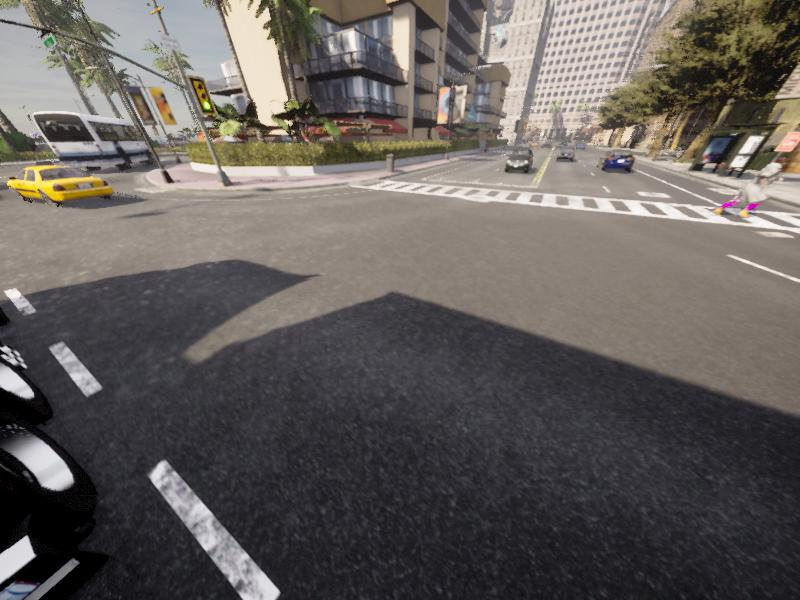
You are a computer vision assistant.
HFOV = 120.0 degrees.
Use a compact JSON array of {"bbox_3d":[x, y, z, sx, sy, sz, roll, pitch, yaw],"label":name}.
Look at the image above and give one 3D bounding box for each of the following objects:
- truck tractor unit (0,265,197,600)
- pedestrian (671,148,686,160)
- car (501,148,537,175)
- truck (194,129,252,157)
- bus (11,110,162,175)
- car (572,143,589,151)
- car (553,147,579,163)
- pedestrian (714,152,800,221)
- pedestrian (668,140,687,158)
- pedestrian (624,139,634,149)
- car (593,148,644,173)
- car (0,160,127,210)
[{"bbox_3d":[-5.117,-0.293,0.781,6.516,4.208,3.053,18,39,24],"label":"truck tractor unit"},{"bbox_3d":[31.443,-16.470,26.078,0.500,1.100,0.500,18,39,24],"label":"pedestrian"},{"bbox_3d":[9.850,-11.466,18.980,1.851,1.617,3.988,18,39,24],"label":"car"},{"bbox_3d":[-31.426,-28.322,41.705,2.891,3.827,8.468,2,35,4],"label":"truck"},{"bbox_3d":[-29.192,-15.495,22.872,3.944,4.253,10.273,-15,37,-19],"label":"bus"},{"bbox_3d":[41.088,-35.016,52.670,2.033,1.411,5.357,15,38,21],"label":"car"},{"bbox_3d":[19.824,-17.486,27.713,2.033,1.411,5.357,18,39,24],"label":"car"},{"bbox_3d":[11.525,-3.613,7.411,0.751,1.860,0.751,15,38,21],"label":"pedestrian"},{"bbox_3d":[34.707,-18.924,28.905,0.751,1.860,0.751,-27,43,-33],"label":"pedestrian"},{"bbox_3d":[51.286,-34.949,51.761,0.751,1.860,0.751,11,36,16],"label":"pedestrian"},{"bbox_3d":[18.370,-11.958,19.706,2.163,1.488,4.792,18,39,24],"label":"car"},{"bbox_3d":[-15.498,-5.292,10.397,5.366,1.575,1.801,12,37,18],"label":"car"}]
